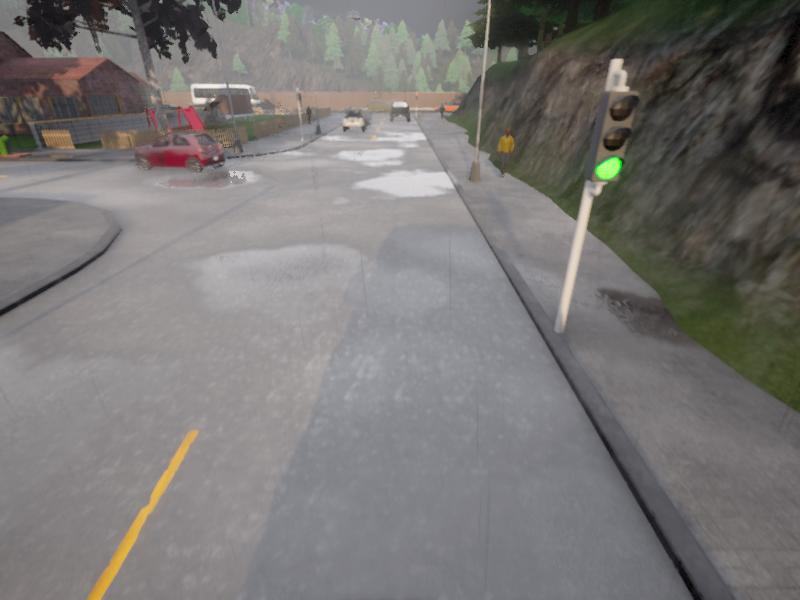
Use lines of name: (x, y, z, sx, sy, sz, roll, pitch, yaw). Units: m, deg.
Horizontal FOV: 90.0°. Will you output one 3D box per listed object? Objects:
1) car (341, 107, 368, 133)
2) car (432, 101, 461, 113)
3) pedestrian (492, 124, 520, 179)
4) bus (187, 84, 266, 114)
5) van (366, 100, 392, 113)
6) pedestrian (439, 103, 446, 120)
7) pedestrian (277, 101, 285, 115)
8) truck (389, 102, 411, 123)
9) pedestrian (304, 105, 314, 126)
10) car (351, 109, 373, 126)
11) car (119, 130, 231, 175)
car: (-3.989, -16.185, 35.840, 1.932, 1.855, 4.605, 0, 27, 0)
car: (7.923, -33.093, 68.711, 4.553, 1.767, 2.097, 0, 27, 0)
pedestrian: (3.975, -5.614, 15.153, 0.751, 1.860, 0.751, 4, 28, 7)
bus: (-27.788, -32.469, 64.673, 10.273, 4.253, 3.944, 0, 27, 0)
van: (-3.586, -33.201, 68.657, 4.442, 1.987, 1.775, 0, 27, 0)
pedestrian: (5.224, -23.369, 49.502, 0.751, 1.860, 0.751, 0, 27, 0)
pedestrian: (-18.005, -29.017, 60.366, 0.751, 1.860, 0.751, 0, 27, 0)
truck: (0.016, -22.577, 47.989, 2.390, 2.098, 6.274, 0, 27, 0)
pedestrian: (-9.118, -18.546, 40.131, 0.751, 1.860, 0.751, 0, 27, 0)
car: (-3.987, -19.633, 42.933, 1.837, 1.490, 4.892, 0, 27, 0)
car: (-9.643, -6.433, 17.324, 3.633, 1.501, 1.845, 6, 27, 10)
